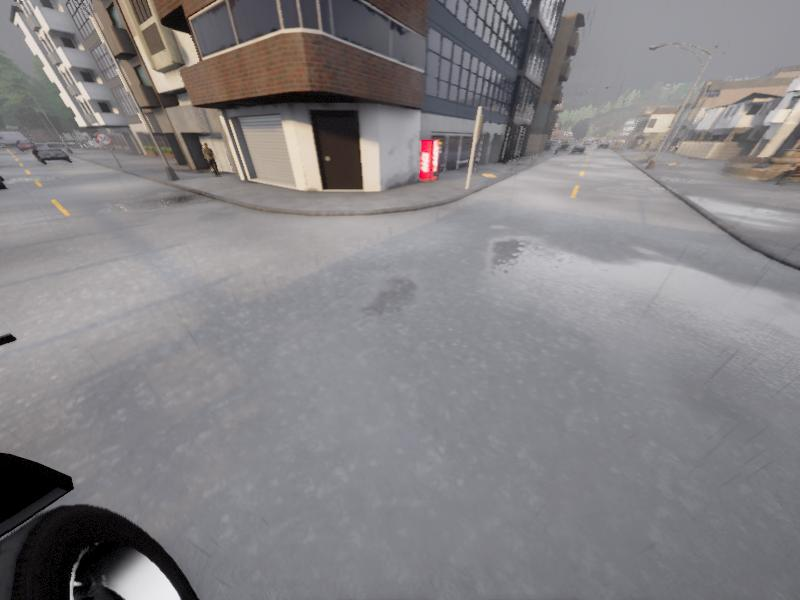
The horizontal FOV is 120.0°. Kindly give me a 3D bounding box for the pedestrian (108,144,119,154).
[{"bbox_3d":[-38.616,-20.366,31.155,0.500,1.100,0.500,30,44,35],"label":"pedestrian"}]

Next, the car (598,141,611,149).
[{"bbox_3d":[52.702,-39.946,59.607,1.930,1.638,5.238,22,41,28],"label":"car"}]

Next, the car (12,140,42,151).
[{"bbox_3d":[-60.648,-25.073,37.517,4.181,1.385,1.994,22,41,28],"label":"car"}]

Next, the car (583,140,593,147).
[{"bbox_3d":[62.957,-52.377,77.318,1.930,1.638,5.238,22,41,28],"label":"car"}]

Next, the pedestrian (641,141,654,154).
[{"bbox_3d":[43.089,-26.669,40.296,0.751,1.860,0.751,21,40,26],"label":"pedestrian"}]

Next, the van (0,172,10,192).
[{"bbox_3d":[-21.673,-6.768,11.036,5.915,2.561,1.988,22,41,28],"label":"van"}]

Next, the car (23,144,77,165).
[{"bbox_3d":[-33.387,-13.920,22.017,5.357,1.411,2.033,22,41,28],"label":"car"}]

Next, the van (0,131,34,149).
[{"bbox_3d":[-71.345,-28.723,41.552,1.988,2.561,5.915,-7,36,-9],"label":"van"}]

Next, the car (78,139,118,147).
[{"bbox_3d":[-65.282,-34.084,50.108,1.837,1.490,4.892,19,39,25],"label":"car"}]

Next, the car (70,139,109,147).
[{"bbox_3d":[-68.957,-34.990,51.395,1.812,1.442,4.674,19,39,24],"label":"car"}]

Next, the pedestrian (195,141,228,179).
[{"bbox_3d":[-10.990,-8.174,13.496,0.751,1.860,0.751,-28,44,-34],"label":"pedestrian"}]

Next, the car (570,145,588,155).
[{"bbox_3d":[31.380,-26.357,40.434,1.895,1.301,4.718,22,41,28],"label":"car"}]
